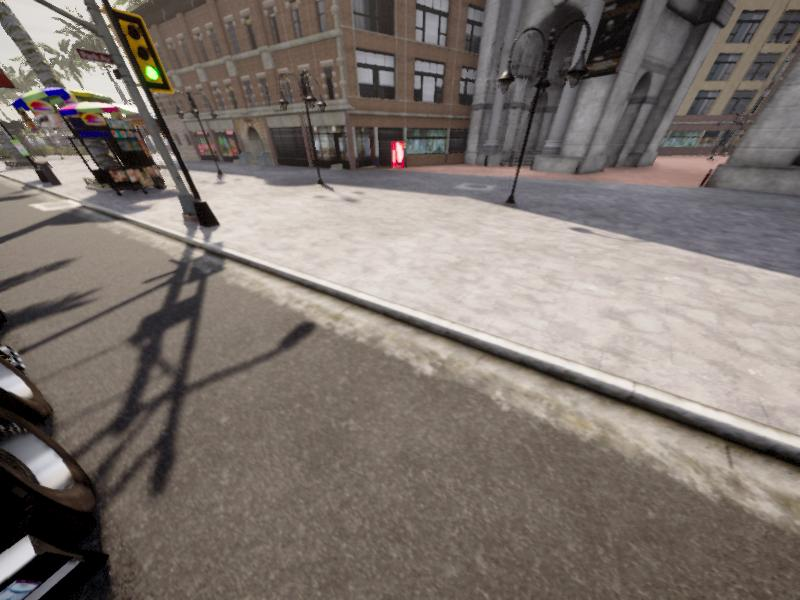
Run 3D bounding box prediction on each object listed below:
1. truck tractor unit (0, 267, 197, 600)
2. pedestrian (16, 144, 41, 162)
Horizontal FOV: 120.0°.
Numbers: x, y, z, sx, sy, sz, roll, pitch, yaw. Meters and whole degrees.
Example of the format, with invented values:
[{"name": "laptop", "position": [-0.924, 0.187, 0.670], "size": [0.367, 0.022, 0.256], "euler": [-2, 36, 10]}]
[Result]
[{"name": "truck tractor unit", "position": [-5.116, -0.296, 0.773], "size": [6.516, 4.208, 3.053], "euler": [18, 39, 24]}, {"name": "pedestrian", "position": [-45.635, -18.039, 28.368], "size": [0.751, 1.860, 0.751], "euler": [19, 39, 25]}]
